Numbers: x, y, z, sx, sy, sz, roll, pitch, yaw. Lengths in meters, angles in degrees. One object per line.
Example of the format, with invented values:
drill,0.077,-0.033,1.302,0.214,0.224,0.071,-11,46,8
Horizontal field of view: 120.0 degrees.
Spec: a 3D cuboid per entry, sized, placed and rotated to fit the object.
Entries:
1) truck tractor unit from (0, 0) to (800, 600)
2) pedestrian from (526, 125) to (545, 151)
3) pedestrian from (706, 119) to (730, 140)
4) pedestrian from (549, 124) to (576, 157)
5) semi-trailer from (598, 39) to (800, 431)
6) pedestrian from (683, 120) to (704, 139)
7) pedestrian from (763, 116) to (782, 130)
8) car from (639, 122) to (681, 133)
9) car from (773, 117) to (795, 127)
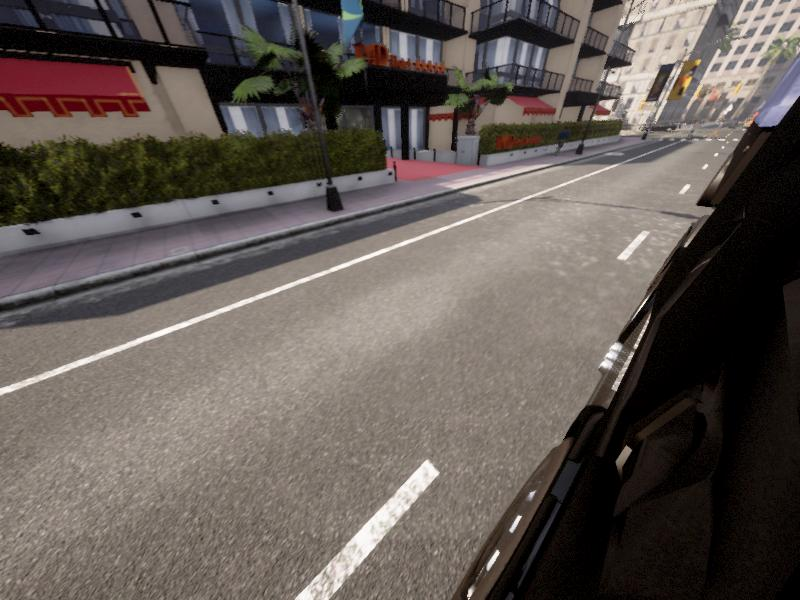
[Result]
truck tractor unit,2.645,-0.295,0.351,6.516,4.208,3.053,-28,44,-30
pedestrian,12.220,-14.606,20.808,0.751,1.860,0.751,-28,43,-30
pedestrian,35.687,-19.183,25.978,0.751,1.860,0.751,-26,43,-28
pedestrian,11.388,-11.189,16.242,0.751,1.860,0.751,-26,43,-29
semi-trailer,8.711,-3.571,4.252,14.254,4.402,2.717,-28,43,-30
pedestrian,34.876,-20.253,27.466,0.751,1.860,0.751,-27,43,-29
pedestrian,64.097,-30.539,39.781,0.751,1.860,0.751,18,41,25
car,48.886,-32.490,43.575,4.892,1.490,1.837,16,42,24
car,81.235,-37.707,48.892,4.193,1.474,1.816,-27,43,-30
